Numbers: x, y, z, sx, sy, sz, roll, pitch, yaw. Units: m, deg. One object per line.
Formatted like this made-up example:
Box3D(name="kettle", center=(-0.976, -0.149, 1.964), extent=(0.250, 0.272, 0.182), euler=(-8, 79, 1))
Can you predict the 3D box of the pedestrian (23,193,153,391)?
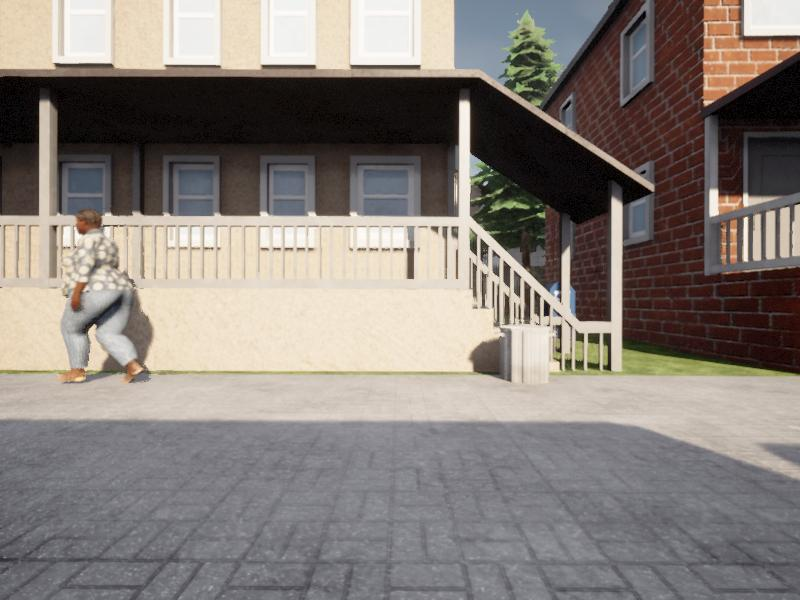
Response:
Box3D(name="pedestrian", center=(-3.161, -0.078, 4.134), extent=(0.751, 1.860, 0.751), euler=(0, 0, 0))
